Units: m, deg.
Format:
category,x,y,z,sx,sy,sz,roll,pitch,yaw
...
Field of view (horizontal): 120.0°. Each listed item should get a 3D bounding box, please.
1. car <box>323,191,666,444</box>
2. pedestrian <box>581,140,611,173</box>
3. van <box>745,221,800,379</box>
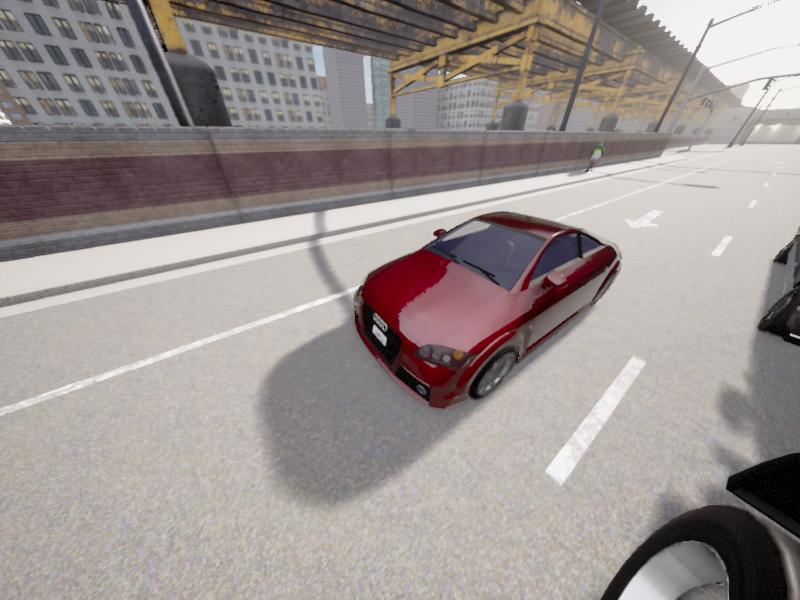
category,x,y,z,sx,sy,sz,roll,pitch,yaw
car,1.416,-0.421,3.325,4.181,1.385,1.994,-22,40,-27
pedestrian,13.421,-9.847,15.875,0.751,1.860,0.751,-20,39,-25
van,7.300,-0.862,2.870,5.915,2.561,1.988,-22,41,-28
